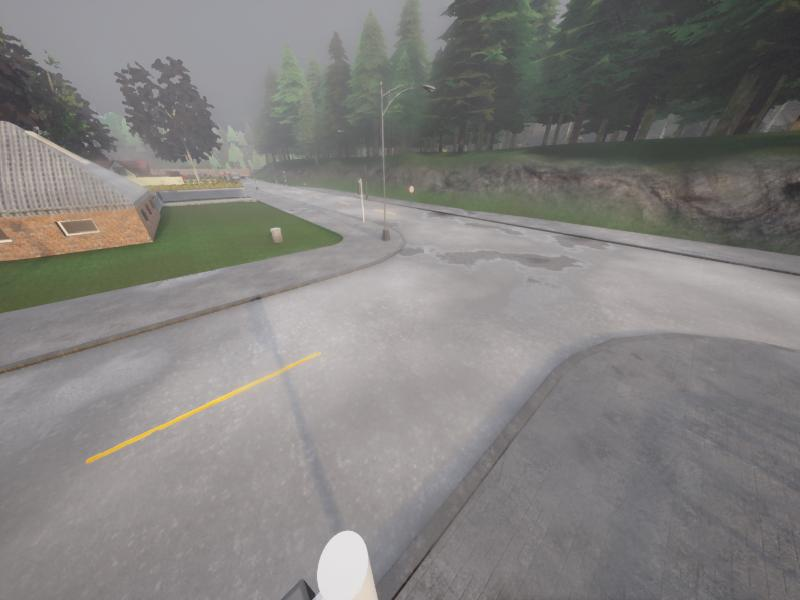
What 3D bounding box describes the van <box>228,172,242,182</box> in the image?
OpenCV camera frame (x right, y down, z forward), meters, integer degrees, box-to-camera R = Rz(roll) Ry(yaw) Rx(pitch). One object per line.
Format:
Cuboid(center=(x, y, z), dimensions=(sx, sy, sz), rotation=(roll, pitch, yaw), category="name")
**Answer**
Cuboid(center=(-52.436, -39.069, 73.300), dimensions=(1.988, 2.561, 5.915), rotation=(-23, 37, -34), category="van")
